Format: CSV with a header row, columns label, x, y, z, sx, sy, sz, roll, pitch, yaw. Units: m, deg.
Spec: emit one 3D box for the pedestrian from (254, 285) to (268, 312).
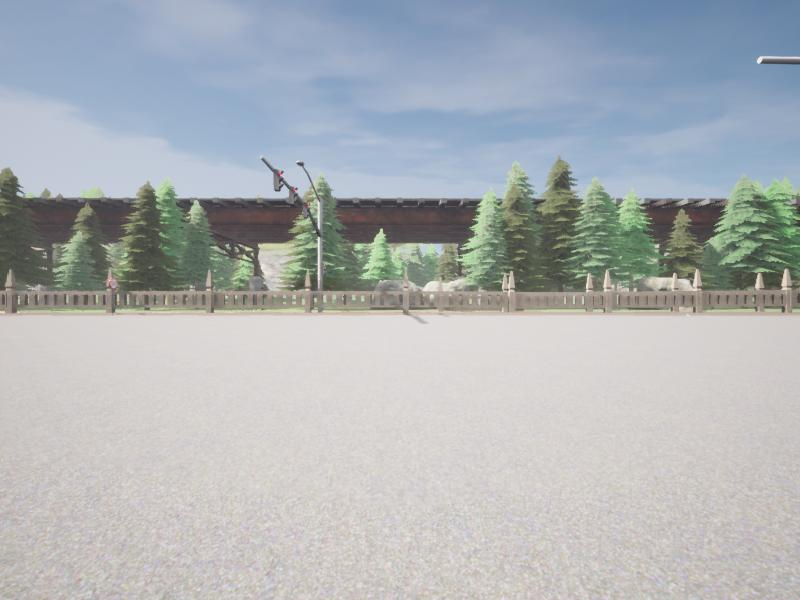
label,x,y,z,sx,sy,sz,roll,pitch,yaw
pedestrian,-9.813,-0.115,28.305,0.751,1.860,0.751,0,0,1
